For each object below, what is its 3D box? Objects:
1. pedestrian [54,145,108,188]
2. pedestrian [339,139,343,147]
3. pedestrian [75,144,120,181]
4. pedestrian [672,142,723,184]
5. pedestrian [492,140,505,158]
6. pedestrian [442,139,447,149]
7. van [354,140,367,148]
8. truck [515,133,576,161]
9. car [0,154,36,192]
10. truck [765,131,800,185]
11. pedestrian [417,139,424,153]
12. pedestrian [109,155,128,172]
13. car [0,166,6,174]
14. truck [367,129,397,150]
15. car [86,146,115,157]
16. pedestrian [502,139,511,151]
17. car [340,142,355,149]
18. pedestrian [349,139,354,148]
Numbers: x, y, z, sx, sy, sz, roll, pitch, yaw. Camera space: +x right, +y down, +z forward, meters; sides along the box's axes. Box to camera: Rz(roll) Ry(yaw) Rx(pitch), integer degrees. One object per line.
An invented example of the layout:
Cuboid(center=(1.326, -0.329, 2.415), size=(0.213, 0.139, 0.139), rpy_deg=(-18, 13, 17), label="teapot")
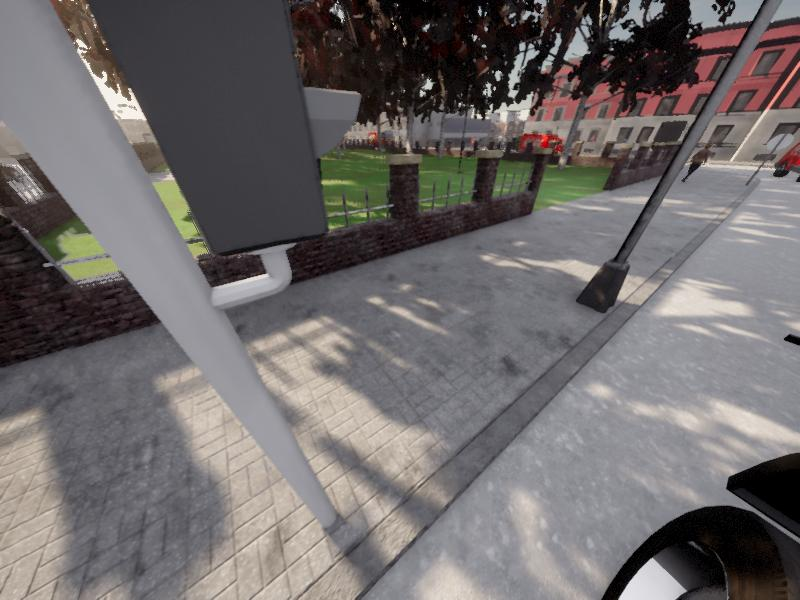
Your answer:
Cuboid(center=(-16.780, -7.066, 12.219), size=(0.751, 1.860, 0.751), rpy_deg=(-23, 41, -29), label="pedestrian")
Cuboid(center=(-15.767, -42.058, 61.922), size=(0.751, 1.860, 0.751), rpy_deg=(-16, 38, -21), label="pedestrian")
Cuboid(center=(-18.347, -8.370, 14.080), size=(0.751, 1.860, 0.751), rpy_deg=(-22, 41, -28), label="pedestrian")
Cuboid(center=(15.972, -7.370, 12.466), size=(0.751, 1.860, 0.751), rpy_deg=(-15, 38, -19), label="pedestrian")
Cuboid(center=(12.160, -18.652, 28.514), size=(0.751, 1.860, 0.751), rpy_deg=(-24, 42, -30), label="pedestrian")
Cuboid(center=(9.599, -33.672, 49.866), size=(0.751, 1.860, 0.751), rpy_deg=(-24, 41, -29), label="pedestrian")
Cuboid(center=(-11.885, -46.948, 69.342), size=(1.775, 1.987, 4.442), rpy_deg=(-22, 41, -28), label="van")
Cuboid(center=(17.780, -19.007, 28.602), size=(2.627, 2.467, 5.204), rpy_deg=(-23, 44, -28), label="truck")
Cuboid(center=(-23.165, -6.913, 12.563), size=(2.128, 1.511, 4.902), rpy_deg=(-24, 42, -30), label="car")
Cuboid(center=(25.105, -8.198, 13.253), size=(2.627, 2.467, 5.204), rpy_deg=(25, 44, 30), label="truck")
Cuboid(center=(3.431, -25.796, 38.712), size=(0.751, 1.860, 0.751), rpy_deg=(-22, 41, -28), label="pedestrian")
Cuboid(center=(-22.103, -10.763, 18.160), size=(0.500, 1.100, 0.500), rpy_deg=(-28, 44, -34), label="pedestrian")
Cuboid(center=(-31.528, -9.526, 16.337), size=(1.837, 1.490, 4.892), rpy_deg=(-22, 41, -28), label="car")
Cuboid(center=(-4.286, -37.630, 54.120), size=(2.891, 3.827, 8.468), rpy_deg=(-22, 40, -28), label="truck")
Cuboid(center=(-51.391, -25.636, 39.759), size=(1.812, 1.442, 4.674), rpy_deg=(-22, 41, -28), label="car")
Cuboid(center=(19.642, -28.460, 42.491), size=(0.751, 1.860, 0.751), rpy_deg=(-10, 36, -14), label="pedestrian")
Cuboid(center=(-15.360, -45.518, 67.894), size=(2.152, 1.651, 5.027), rpy_deg=(-22, 41, -28), label="car")
Cuboid(center=(-11.785, -38.285, 56.541), size=(0.751, 1.860, 0.751), rpy_deg=(-22, 41, -28), label="pedestrian")
